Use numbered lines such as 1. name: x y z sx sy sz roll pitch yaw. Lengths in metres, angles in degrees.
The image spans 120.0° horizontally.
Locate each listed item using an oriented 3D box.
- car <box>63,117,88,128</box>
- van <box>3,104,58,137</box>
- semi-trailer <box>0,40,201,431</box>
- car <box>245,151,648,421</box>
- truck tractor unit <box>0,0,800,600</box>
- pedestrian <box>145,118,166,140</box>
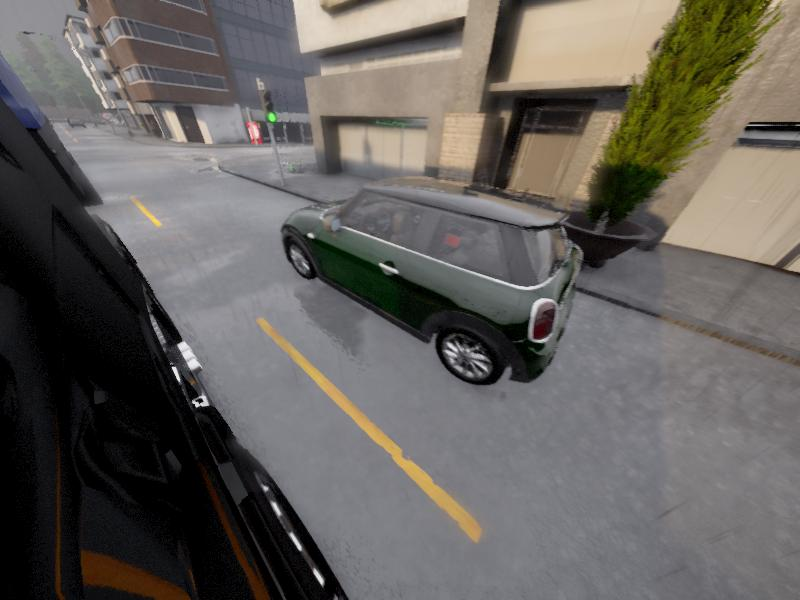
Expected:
1. car: -60.397 -33.009 42.981 5.357 1.411 2.033 28 43 30
2. van: -40.098 -19.551 25.227 5.915 2.561 1.988 28 43 30
3. semi-trailer: -8.698 -3.599 4.237 14.254 4.402 2.717 28 43 30
4. car: 0.105 -0.947 3.449 4.553 1.767 2.097 28 43 30
5. truck tractor unit: -2.645 -0.295 0.352 6.516 4.208 3.053 28 44 30
6. pedestrian: -26.754 -18.712 25.325 0.751 1.860 0.751 28 43 30
